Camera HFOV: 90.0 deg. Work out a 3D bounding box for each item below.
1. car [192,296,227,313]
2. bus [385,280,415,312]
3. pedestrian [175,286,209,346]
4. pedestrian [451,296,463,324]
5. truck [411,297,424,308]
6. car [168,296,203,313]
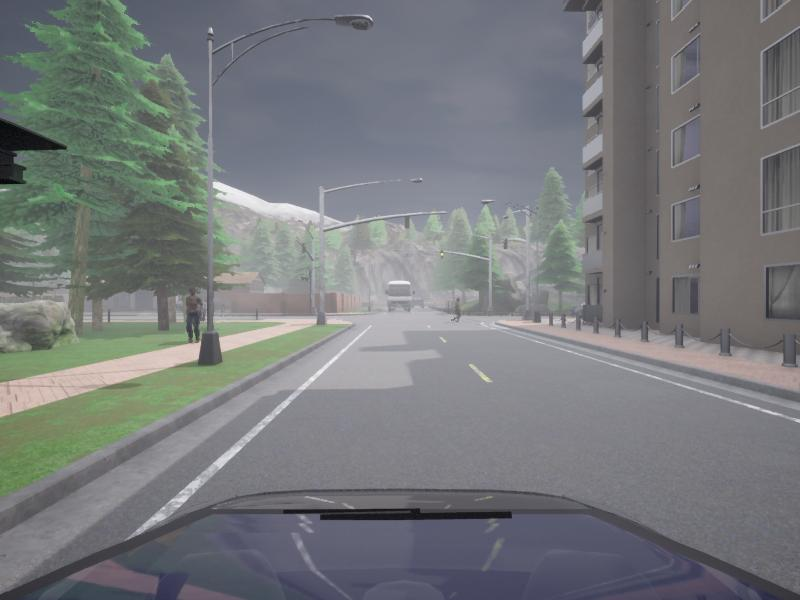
[{"bbox_3d":[-21.587,0.503,45.523,1.932,1.855,4.605,0,0,-1],"label":"car"},{"bbox_3d":[0.035,-0.534,57.845,3.944,4.253,10.273,0,0,0],"label":"bus"},{"bbox_3d":[-6.643,0.485,12.811,0.751,1.860,0.751,0,0,-3],"label":"pedestrian"},{"bbox_3d":[3.817,0.637,26.895,0.751,1.860,0.751,0,0,1],"label":"pedestrian"},{"bbox_3d":[3.383,0.540,79.130,2.390,2.098,6.274,0,0,0],"label":"truck"},{"bbox_3d":[-24.091,0.505,45.073,1.905,1.878,3.866,0,0,-1],"label":"car"}]
